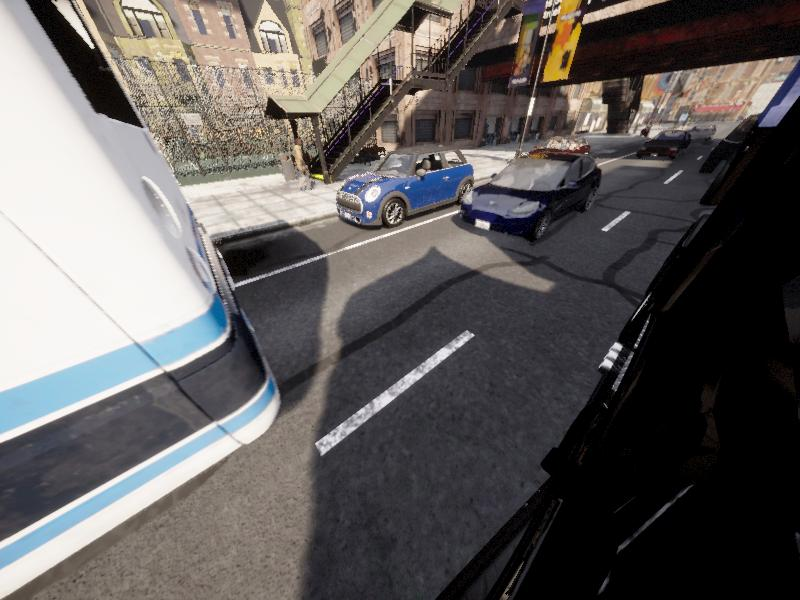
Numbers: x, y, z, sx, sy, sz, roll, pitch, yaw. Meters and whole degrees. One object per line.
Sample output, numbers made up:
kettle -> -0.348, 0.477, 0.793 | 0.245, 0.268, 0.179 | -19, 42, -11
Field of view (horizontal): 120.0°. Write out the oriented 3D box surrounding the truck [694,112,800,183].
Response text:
truck -> 16.105, -7.029, 10.348 | 6.274, 2.098, 2.390 | -27, 43, -30

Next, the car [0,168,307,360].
car -> -4.585, -0.930, 3.858 | 5.008, 1.535, 2.097 | -28, 44, -30

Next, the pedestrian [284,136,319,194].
pedestrian -> -3.861, -5.314, 9.105 | 0.751, 1.860, 0.751 | -16, 39, -17

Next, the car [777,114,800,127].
car -> 64.298, -29.343, 37.733 | 4.611, 1.667, 2.242 | -28, 44, -30

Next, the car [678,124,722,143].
car -> 29.648, -16.467, 22.785 | 4.718, 1.301, 1.895 | -28, 44, -30

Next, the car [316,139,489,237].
car -> 0.265, -3.690, 7.048 | 4.553, 1.767, 2.185 | -28, 44, -30

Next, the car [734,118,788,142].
car -> 32.751, -15.515, 21.042 | 5.238, 1.638, 1.930 | -28, 43, -30

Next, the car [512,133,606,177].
car -> 8.581, -7.931, 12.432 | 4.892, 1.521, 2.231 | -28, 44, -30

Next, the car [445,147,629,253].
car -> 3.697, -3.003, 6.185 | 4.792, 1.488, 2.163 | -28, 44, -30

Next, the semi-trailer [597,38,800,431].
semi-trailer -> 8.728, -3.580, 4.204 | 14.254, 4.402, 2.717 | -28, 44, -29

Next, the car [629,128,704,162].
car -> 17.158, -10.006, 14.813 | 5.357, 1.411, 2.033 | -27, 43, -29

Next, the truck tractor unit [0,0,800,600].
truck tractor unit -> 2.645, -0.295, 0.351 | 6.516, 4.208, 3.053 | -28, 44, -30
